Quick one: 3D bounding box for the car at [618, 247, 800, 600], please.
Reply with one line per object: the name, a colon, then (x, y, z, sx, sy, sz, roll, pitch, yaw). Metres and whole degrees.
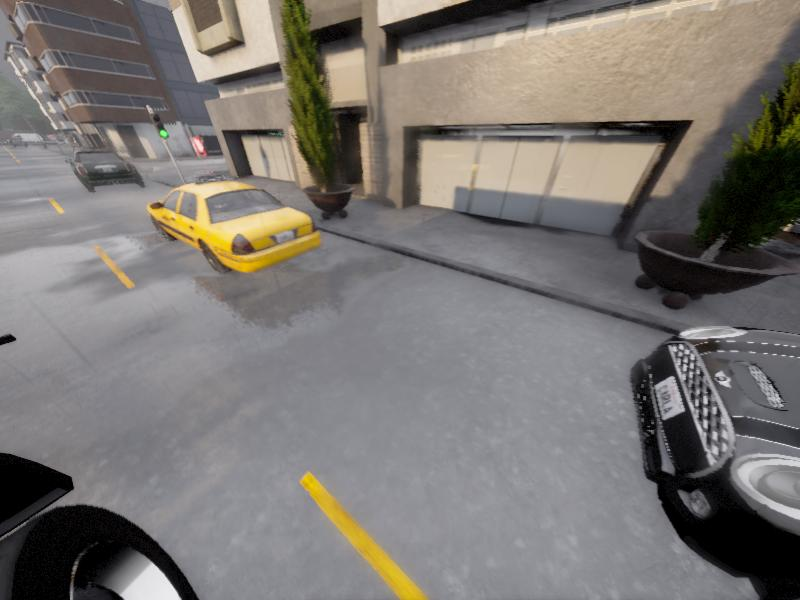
car: (3.710, 1.239, 0.903, 3.806, 1.475, 1.970, 22, 41, 28)

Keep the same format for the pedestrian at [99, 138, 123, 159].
pedestrian: (-30.708, -16.073, 24.560, 0.751, 1.860, 0.751, 21, 40, 27)

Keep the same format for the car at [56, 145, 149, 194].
car: (-15.545, -6.960, 12.074, 4.553, 1.767, 2.097, 25, 42, 31)

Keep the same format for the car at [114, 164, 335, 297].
car: (-4.165, -2.014, 5.351, 5.366, 1.575, 1.801, 22, 41, 28)
